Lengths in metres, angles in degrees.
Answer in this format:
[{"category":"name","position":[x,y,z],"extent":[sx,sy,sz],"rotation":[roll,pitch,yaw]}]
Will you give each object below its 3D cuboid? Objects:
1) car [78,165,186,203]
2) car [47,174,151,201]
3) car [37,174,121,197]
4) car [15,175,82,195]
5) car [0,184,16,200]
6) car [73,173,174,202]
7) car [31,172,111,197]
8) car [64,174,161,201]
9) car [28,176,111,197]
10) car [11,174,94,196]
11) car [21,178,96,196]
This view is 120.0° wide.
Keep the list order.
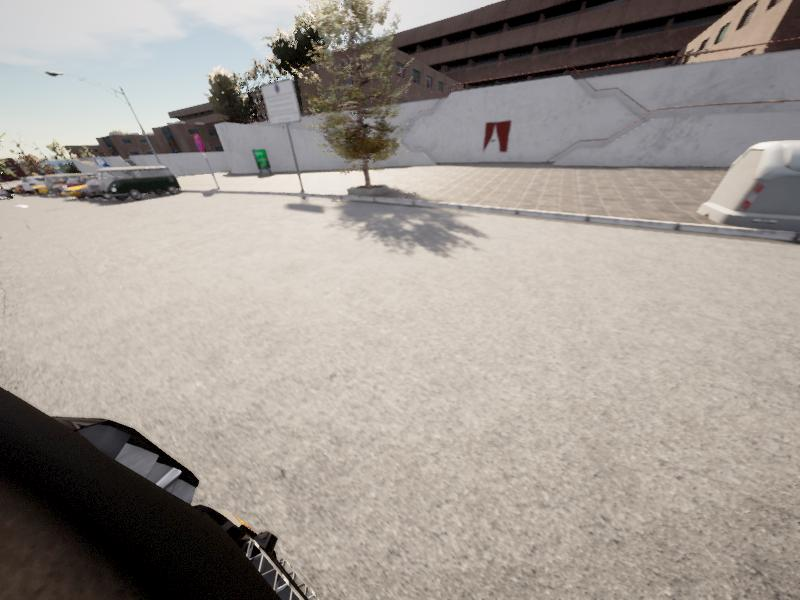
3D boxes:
[{"category":"car","position":[-18.871,-8.486,16.705],"extent":[1.878,1.987,4.442],"rotation":[3,32,10]},{"category":"car","position":[-26.587,-10.247,20.809],"extent":[1.946,1.575,5.366],"rotation":[3,32,10]},{"category":"car","position":[-34.273,-12.450,24.969],"extent":[2.185,1.767,4.553],"rotation":[3,32,10]},{"category":"car","position":[-49.734,-16.409,32.892],"extent":[1.878,1.987,4.442],"rotation":[3,32,10]},{"category":"car","position":[-46.783,-12.415,26.613],"extent":[3.633,1.501,1.845],"rotation":[15,37,27]},{"category":"car","position":[-21.415,-8.983,18.289],"extent":[2.002,1.452,4.674],"rotation":[2,32,10]},{"category":"car","position":[-36.874,-13.120,26.141],"extent":[1.878,1.987,4.442],"rotation":[3,32,10]},{"category":"car","position":[-23.980,-9.647,19.640],"extent":[2.002,1.452,4.674],"rotation":[3,32,10]},{"category":"car","position":[-39.391,-13.751,27.858],"extent":[1.946,1.575,5.366],"rotation":[2,32,10]},{"category":"car","position":[-47.146,-15.856,31.644],"extent":[2.435,2.045,5.566],"rotation":[2,32,11]},{"category":"car","position":[-44.558,-14.974,30.404],"extent":[2.097,1.535,5.008],"rotation":[3,32,10]}]
